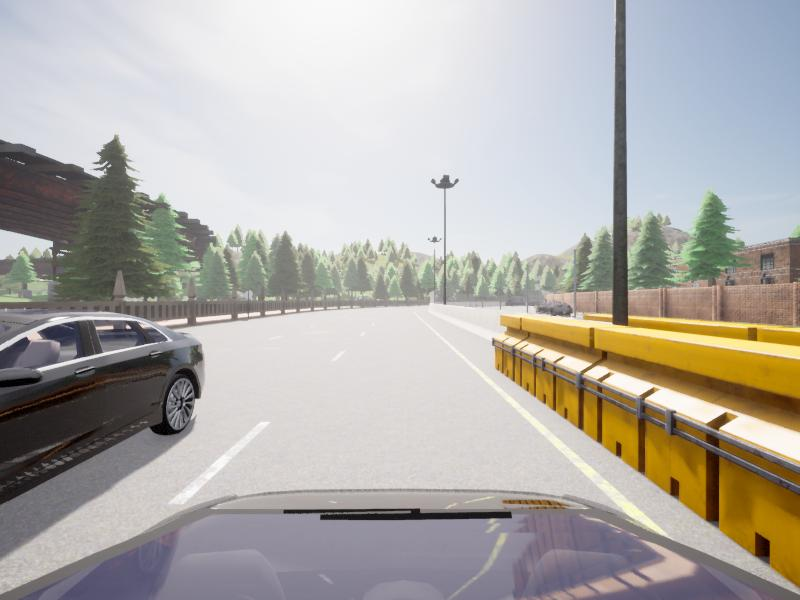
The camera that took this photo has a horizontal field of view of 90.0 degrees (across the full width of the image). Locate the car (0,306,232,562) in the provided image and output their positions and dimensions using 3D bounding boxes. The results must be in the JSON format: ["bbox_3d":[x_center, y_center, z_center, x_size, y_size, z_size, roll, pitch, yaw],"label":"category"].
[{"bbox_3d":[-3.500,0.837,3.363,2.128,1.511,4.902,0,0,0],"label":"car"}]
